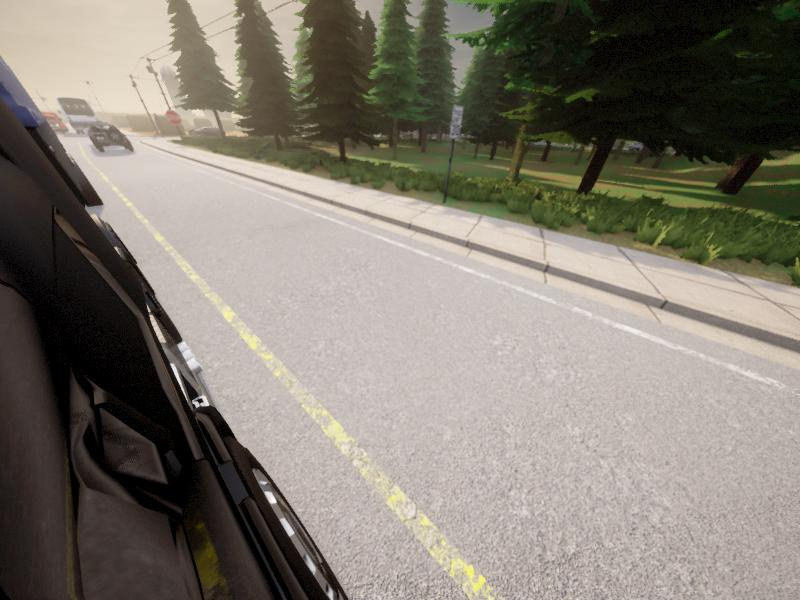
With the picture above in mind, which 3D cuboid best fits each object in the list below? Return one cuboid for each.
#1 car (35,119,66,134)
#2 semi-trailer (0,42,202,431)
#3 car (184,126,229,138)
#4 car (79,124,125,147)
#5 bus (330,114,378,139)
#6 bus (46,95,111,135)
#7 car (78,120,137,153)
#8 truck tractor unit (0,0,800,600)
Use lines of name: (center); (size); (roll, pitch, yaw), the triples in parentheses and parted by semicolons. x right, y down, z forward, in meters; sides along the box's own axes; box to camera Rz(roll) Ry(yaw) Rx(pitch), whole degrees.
car: (-50.060, -24.950, 33.206); (3.988, 1.617, 1.851); (29, 44, 31)
semi-trailer: (-8.711, -3.575, 4.247); (14.254, 4.402, 2.717); (28, 44, 30)
car: (-30.588, -26.596, 36.619); (2.128, 1.511, 4.902); (27, 43, 29)
car: (-27.672, -15.345, 21.523); (4.514, 1.525, 2.007); (31, 45, 33)
bus: (-10.090, -39.096, 52.287); (3.944, 4.253, 10.273); (27, 43, 29)
bus: (-50.021, -28.714, 36.067); (10.273, 4.253, 3.944); (29, 44, 31)
car: (-22.802, -12.763, 18.005); (4.605, 1.855, 1.932); (29, 44, 31)
truck tractor unit: (-2.645, -0.295, 0.351); (6.516, 4.208, 3.053); (28, 44, 30)
